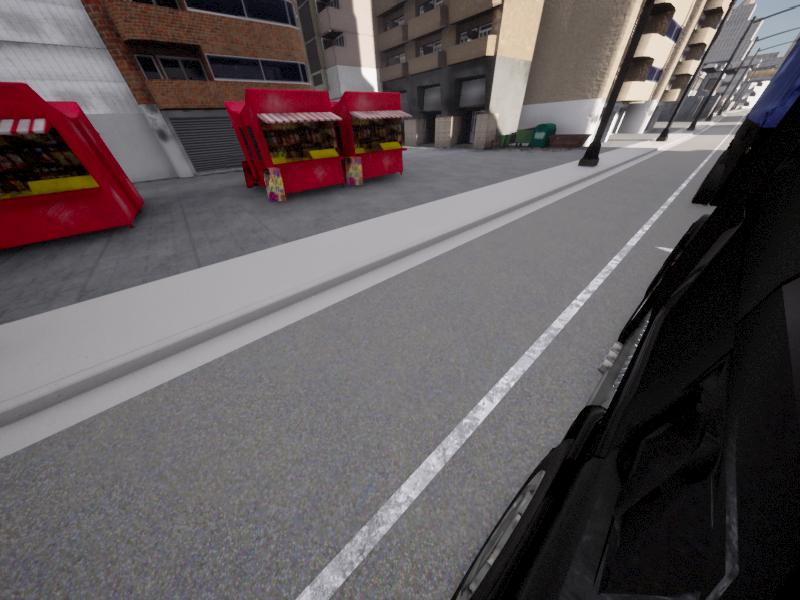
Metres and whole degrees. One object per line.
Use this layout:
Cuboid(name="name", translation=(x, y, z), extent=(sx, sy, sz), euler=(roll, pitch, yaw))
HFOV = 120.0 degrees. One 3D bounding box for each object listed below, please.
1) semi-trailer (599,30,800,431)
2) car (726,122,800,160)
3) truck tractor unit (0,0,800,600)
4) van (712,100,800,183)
Cuboid(name="semi-trailer", translation=(8.635, -3.647, 4.289), extent=(14.254, 4.402, 2.717), euler=(-29, 44, -30))
Cuboid(name="car", translation=(22.056, -9.672, 13.940), extent=(4.902, 1.511, 2.128), euler=(-28, 44, -30))
Cuboid(name="truck tractor unit", translation=(2.645, -0.295, 0.351), extent=(6.516, 4.208, 3.053), euler=(-28, 44, -30))
Cuboid(name="van", translation=(16.401, -6.996, 9.957), extent=(6.366, 2.431, 2.351), euler=(-28, 44, -30))
